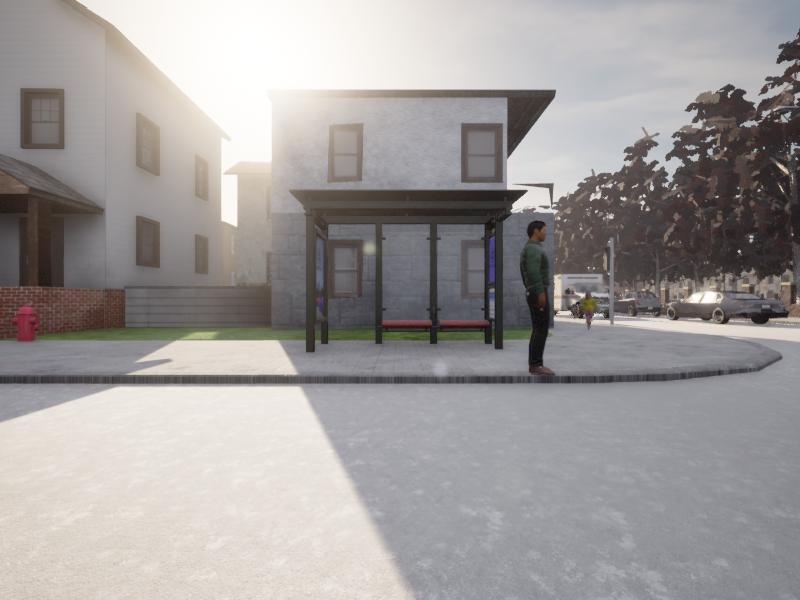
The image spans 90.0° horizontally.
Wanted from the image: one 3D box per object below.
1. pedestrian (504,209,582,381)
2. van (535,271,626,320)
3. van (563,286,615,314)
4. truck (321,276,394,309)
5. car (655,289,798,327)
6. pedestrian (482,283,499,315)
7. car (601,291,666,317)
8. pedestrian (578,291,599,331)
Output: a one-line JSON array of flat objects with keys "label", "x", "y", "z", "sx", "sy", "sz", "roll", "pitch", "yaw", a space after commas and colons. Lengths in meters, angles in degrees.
[{"label": "pedestrian", "x": 1.661, "y": -0.054, "z": 4.766, "sx": 0.751, "sy": 1.860, "sz": 0.751, "roll": 0, "pitch": 0, "yaw": 9}, {"label": "van", "x": 10.052, "y": -0.222, "z": 23.093, "sx": 2.351, "sy": 2.431, "sz": 6.366, "roll": 0, "pitch": 0, "yaw": 0}, {"label": "van", "x": 14.274, "y": -0.002, "z": 30.573, "sx": 1.775, "sy": 1.987, "sz": 4.442, "roll": 0, "pitch": 0, "yaw": -2}, {"label": "truck", "x": -4.943, "y": -0.920, "z": 47.962, "sx": 8.468, "sy": 3.827, "sz": 2.891, "roll": 0, "pitch": 0, "yaw": 0}, {"label": "car", "x": 13.945, "y": 0.295, "z": 17.673, "sx": 2.033, "sy": 1.411, "sz": 5.357, "roll": 0, "pitch": 0, "yaw": 2}, {"label": "pedestrian", "x": 5.381, "y": -0.067, "z": 23.826, "sx": 0.751, "sy": 1.860, "sz": 0.751, "roll": 0, "pitch": 0, "yaw": -10}, {"label": "car", "x": 14.194, "y": 0.227, "z": 24.567, "sx": 1.845, "sy": 1.501, "sz": 3.633, "roll": 0, "pitch": 0, "yaw": -1}, {"label": "pedestrian", "x": 5.326, "y": 0.305, "z": 11.319, "sx": 0.500, "sy": 1.100, "sz": 0.500, "roll": 0, "pitch": 0, "yaw": 22}]
